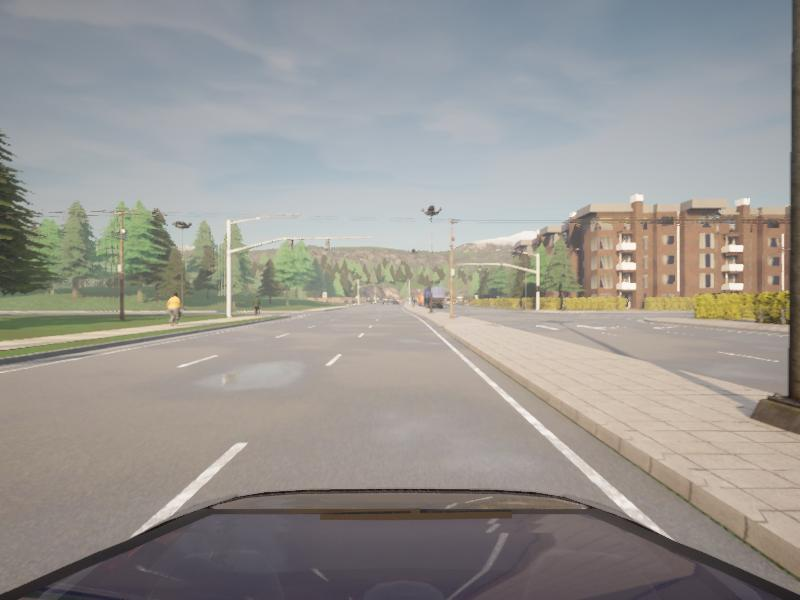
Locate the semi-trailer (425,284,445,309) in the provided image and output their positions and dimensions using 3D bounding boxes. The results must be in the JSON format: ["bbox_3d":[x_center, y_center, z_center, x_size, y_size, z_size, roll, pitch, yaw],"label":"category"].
[{"bbox_3d":[6.739,-0.617,79.575,2.717,4.402,14.254,0,0,0],"label":"semi-trailer"}]

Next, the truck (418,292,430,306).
[{"bbox_3d":[6.731,-0.320,111.671,2.891,3.827,8.468,0,0,0],"label":"truck"}]

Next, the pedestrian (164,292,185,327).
[{"bbox_3d":[-12.215,0.485,21.693,0.751,1.860,0.751,0,0,1],"label":"pedestrian"}]

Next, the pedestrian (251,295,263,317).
[{"bbox_3d":[-11.968,0.485,33.453,0.751,1.860,0.751,0,0,2],"label":"pedestrian"}]
